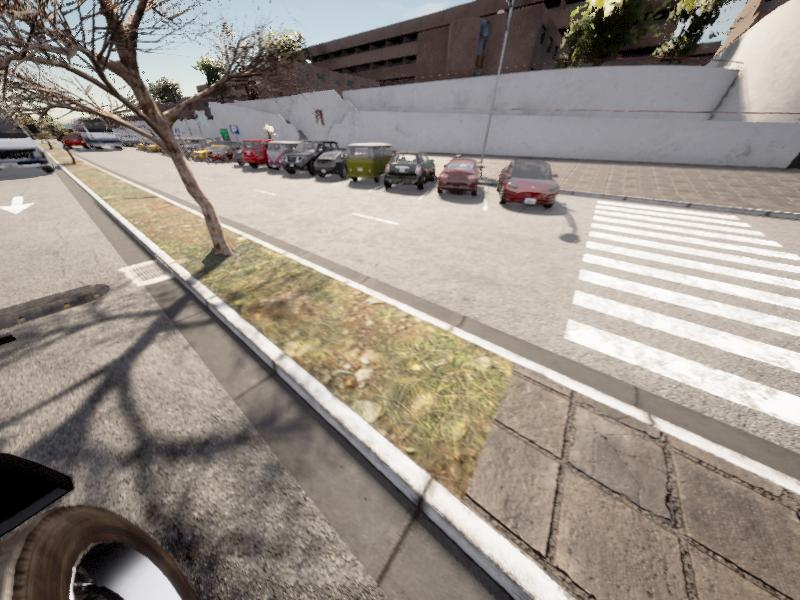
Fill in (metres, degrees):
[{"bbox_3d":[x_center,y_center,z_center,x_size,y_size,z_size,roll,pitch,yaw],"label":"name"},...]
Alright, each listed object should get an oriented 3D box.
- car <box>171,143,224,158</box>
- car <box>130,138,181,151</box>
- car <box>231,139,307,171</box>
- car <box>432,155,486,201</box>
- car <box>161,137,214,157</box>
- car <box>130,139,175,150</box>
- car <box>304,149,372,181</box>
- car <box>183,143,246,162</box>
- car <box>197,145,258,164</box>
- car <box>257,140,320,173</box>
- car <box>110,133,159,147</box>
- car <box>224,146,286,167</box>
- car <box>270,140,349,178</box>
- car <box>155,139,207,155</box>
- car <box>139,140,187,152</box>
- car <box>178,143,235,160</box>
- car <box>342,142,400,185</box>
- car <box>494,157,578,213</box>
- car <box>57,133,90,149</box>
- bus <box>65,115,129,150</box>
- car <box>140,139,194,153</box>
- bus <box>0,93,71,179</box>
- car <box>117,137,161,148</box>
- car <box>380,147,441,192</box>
[{"bbox_3d":[-25.393,-18.982,29.242,2.002,1.452,4.674,11,36,14],"label":"car"},{"bbox_3d":[-39.696,-25.401,37.751,1.946,1.575,5.366,11,36,13],"label":"car"},{"bbox_3d":[-11.119,-12.873,20.338,2.435,2.045,5.566,10,36,14],"label":"car"},{"bbox_3d":[3.123,-6.328,11.664,2.002,1.452,4.674,10,36,14],"label":"car"},{"bbox_3d":[-27.785,-20.207,30.449,1.878,1.987,4.442,11,36,13],"label":"car"},{"bbox_3d":[-42.022,-26.546,39.365,2.002,1.452,4.674,11,36,13],"label":"car"},{"bbox_3d":[-4.003,-9.502,16.046,2.231,1.521,4.892,10,36,14],"label":"car"},{"bbox_3d":[-20.683,-16.780,26.161,1.946,1.575,5.366,11,36,13],"label":"car"},{"bbox_3d":[-18.265,-15.775,24.844,2.163,1.488,4.792,11,36,13],"label":"car"},{"bbox_3d":[-8.777,-11.723,18.766,1.878,1.987,4.442,11,36,14],"label":"car"},{"bbox_3d":[-51.506,-31.107,45.017,2.435,2.045,5.566,11,36,14],"label":"car"},{"bbox_3d":[-13.507,-13.669,21.943,2.002,1.452,4.674,10,36,14],"label":"car"},{"bbox_3d":[-6.375,-10.744,17.352,2.435,2.045,5.566,11,36,14],"label":"car"},{"bbox_3d":[-30.150,-21.255,32.027,2.185,1.767,4.553,11,36,13],"label":"car"},{"bbox_3d":[-37.263,-24.408,36.497,2.163,1.488,4.792,11,36,13],"label":"car"},{"bbox_3d":[-23.008,-17.936,27.810,2.163,1.488,4.792,11,36,14],"label":"car"},{"bbox_3d":[-1.590,-8.707,14.545,1.878,1.987,4.442,10,36,14],"label":"car"},{"bbox_3d":[5.514,-5.267,10.157,2.163,1.488,4.792,11,36,14],"label":"car"},{"bbox_3d":[-54.379,-26.497,38.480,5.566,2.045,2.150,24,42,29],"label":"car"},{"bbox_3d":[-50.373,-27.697,38.353,10.273,4.253,3.944,24,42,29],"label":"bus"},{"bbox_3d":[-34.946,-23.233,34.864,1.946,1.575,5.366,11,36,13],"label":"car"},{"bbox_3d":[-28.261,-11.411,16.133,10.273,4.253,3.944,24,42,29],"label":"bus"},{"bbox_3d":[-49.131,-29.812,43.692,2.231,1.521,4.892,11,36,13],"label":"car"},{"bbox_3d":[0.743,-7.497,13.016,2.185,1.767,4.553,10,36,14],"label":"car"}]
